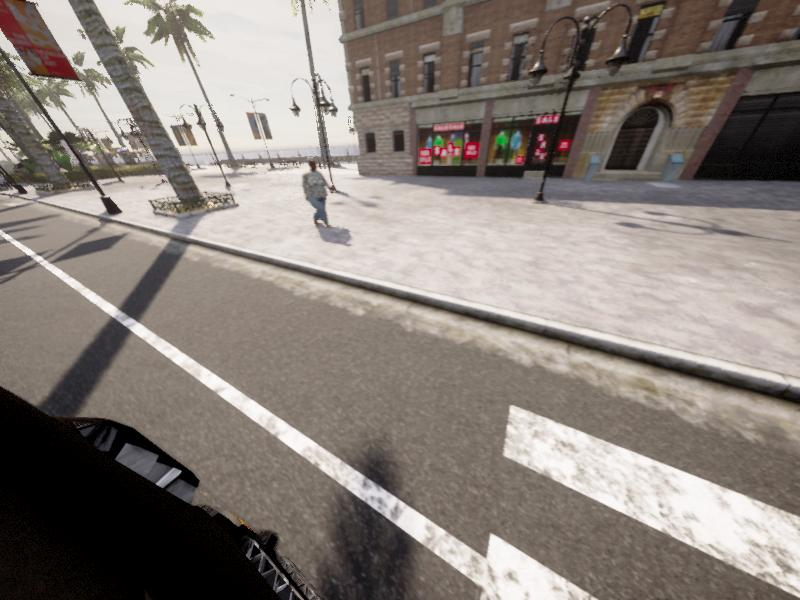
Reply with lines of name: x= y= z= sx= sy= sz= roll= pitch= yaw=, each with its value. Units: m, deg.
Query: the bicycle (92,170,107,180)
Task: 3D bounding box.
bicycle: x=-37.374 y=-15.594 z=28.743 sx=1.643 sy=1.024 sz=0.373 roll=15 pitch=38 yaw=24

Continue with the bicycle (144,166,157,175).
bicycle: x=-35.030 y=-18.160 z=32.380 sx=1.643 sy=1.024 sz=0.373 roll=15 pitch=38 yaw=24

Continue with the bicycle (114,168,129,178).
bicycle: x=-36.436 y=-16.620 z=30.198 sx=1.643 sy=1.024 sz=0.373 roll=15 pitch=38 yaw=24

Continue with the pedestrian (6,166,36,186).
pedestrian: x=-41.306 y=-13.564 z=25.212 sx=0.751 sy=1.860 sz=0.751 roll=10 pitch=36 yaw=18

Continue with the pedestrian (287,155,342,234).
pedestrian: x=-2.336 y=-2.948 z=6.472 sx=0.751 sy=1.860 sz=0.751 roll=26 pitch=43 yaw=36
